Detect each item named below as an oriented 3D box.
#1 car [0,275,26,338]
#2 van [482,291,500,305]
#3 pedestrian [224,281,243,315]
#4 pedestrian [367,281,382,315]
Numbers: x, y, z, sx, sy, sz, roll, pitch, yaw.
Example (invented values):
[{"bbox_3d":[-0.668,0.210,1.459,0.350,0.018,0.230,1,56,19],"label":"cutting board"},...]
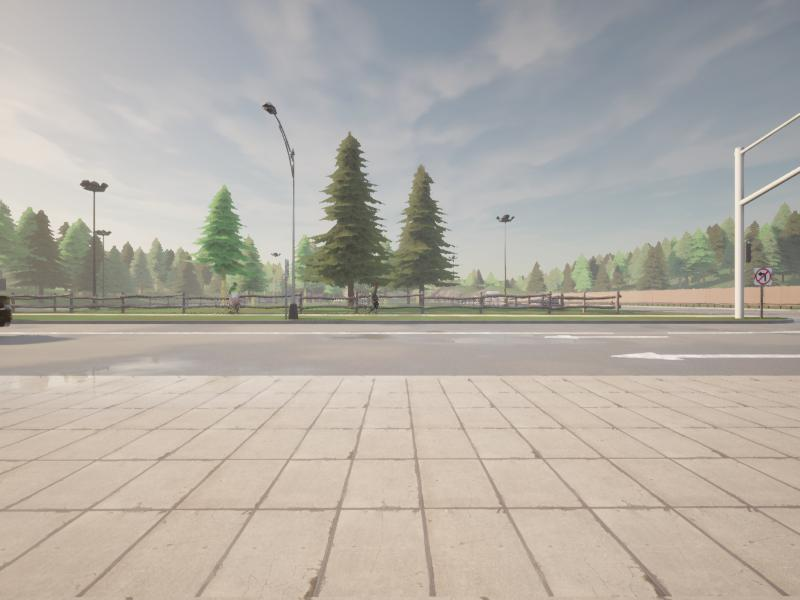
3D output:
[{"bbox_3d":[-13.033,0.171,10.176,5.238,1.638,1.930,0,0,0],"label":"car"},{"bbox_3d":[17.450,-0.300,76.741,1.988,2.561,5.915,0,0,-1],"label":"van"},{"bbox_3d":[-9.386,-0.115,22.573,0.751,1.860,0.751,0,0,3],"label":"pedestrian"},{"bbox_3d":[-1.373,-0.115,21.915,0.751,1.860,0.751,0,0,4],"label":"pedestrian"}]
